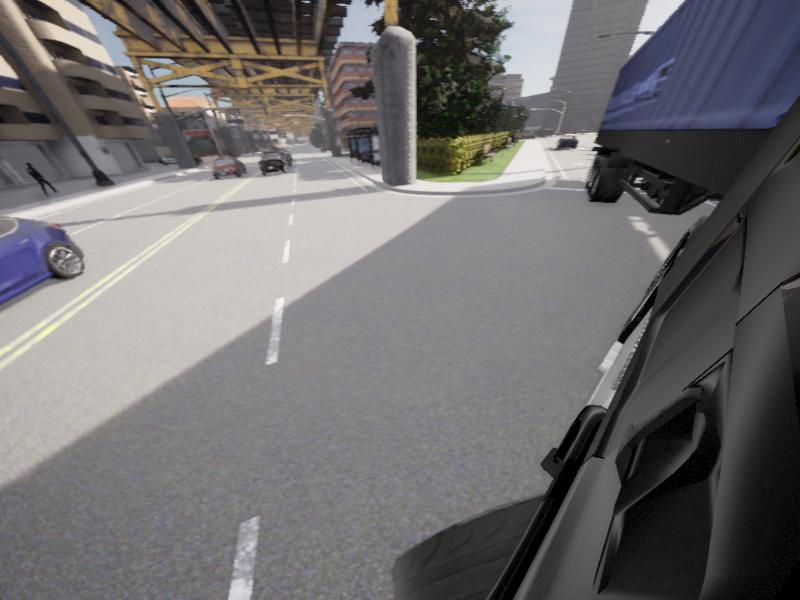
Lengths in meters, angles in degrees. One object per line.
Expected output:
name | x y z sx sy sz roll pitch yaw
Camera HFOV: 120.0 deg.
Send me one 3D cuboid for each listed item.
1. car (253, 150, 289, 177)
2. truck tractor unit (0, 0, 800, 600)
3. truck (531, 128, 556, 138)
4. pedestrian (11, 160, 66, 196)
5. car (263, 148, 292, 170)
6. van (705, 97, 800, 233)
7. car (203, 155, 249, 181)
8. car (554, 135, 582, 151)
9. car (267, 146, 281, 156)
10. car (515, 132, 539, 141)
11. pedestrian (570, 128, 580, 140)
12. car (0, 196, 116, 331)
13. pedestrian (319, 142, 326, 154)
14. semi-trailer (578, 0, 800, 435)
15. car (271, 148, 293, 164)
car | -11.196 -12.154 20.405 1.930 1.638 5.238 -14 37 -14
truck tractor unit | 2.645 -0.295 0.351 6.516 4.208 3.053 -28 44 -30
truck | 40.377 -47.198 65.250 2.390 2.098 6.274 -6 35 -4
pedestrian | -22.433 -7.588 14.400 0.751 1.860 0.751 -13 37 -14
car | -13.519 -15.897 25.879 2.152 1.651 5.027 -14 37 -14
van | 10.617 -3.159 5.202 1.988 2.561 5.915 15 39 24
car | -14.489 -11.276 19.606 1.812 1.442 4.674 -14 37 -14
car | 19.557 -18.450 27.079 1.895 1.301 4.718 13 39 22
car | -28.710 -34.062 52.663 1.930 1.638 5.238 -14 37 -14
car | 30.402 -39.150 55.203 4.792 1.488 2.163 -16 37 -17
pedestrian | 32.797 -31.134 43.306 0.751 1.860 0.751 -15 37 -16
car | -7.519 -0.156 3.355 2.163 1.488 4.792 -14 37 -14
pedestrian | -15.479 -30.259 46.008 0.751 1.860 0.751 -29 43 -31
semi-trailer | 7.057 -4.294 5.449 2.717 4.402 14.254 16 40 25
car | -15.905 -19.635 31.413 2.038 1.542 4.974 -14 37 -14
